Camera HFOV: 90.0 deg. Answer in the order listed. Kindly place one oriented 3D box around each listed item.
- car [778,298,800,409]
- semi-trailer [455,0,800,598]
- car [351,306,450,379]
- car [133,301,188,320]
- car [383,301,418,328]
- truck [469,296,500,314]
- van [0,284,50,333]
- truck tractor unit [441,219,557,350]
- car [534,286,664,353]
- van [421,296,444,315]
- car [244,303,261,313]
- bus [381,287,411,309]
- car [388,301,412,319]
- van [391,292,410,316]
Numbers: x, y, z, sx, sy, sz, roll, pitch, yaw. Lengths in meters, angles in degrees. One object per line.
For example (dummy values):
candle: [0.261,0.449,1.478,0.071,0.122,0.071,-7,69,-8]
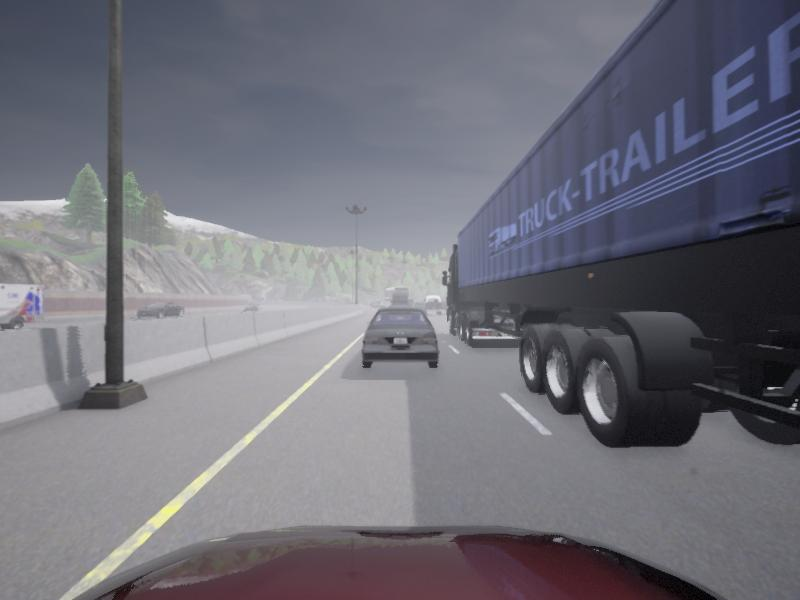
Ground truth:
car: [7.002,0.786,3.758,2.152,1.651,5.027,0,0,0]
semi-trailer: [3.476,-0.623,8.272,2.717,4.402,14.254,-1,0,0]
car: [0.009,0.911,10.895,2.033,1.411,5.357,0,0,0]
car: [-20.983,0.873,35.292,1.882,1.535,5.008,0,0,0]
car: [0.019,0.864,25.882,2.038,1.542,4.974,0,0,0]
truck: [10.378,0.612,49.540,2.390,2.098,6.274,0,0,-2]
van: [-20.987,0.406,19.436,2.351,2.431,6.366,0,0,0]
truck tractor unit: [3.522,-0.498,16.187,3.053,4.208,6.516,0,0,0]
car: [7.006,0.590,14.984,2.150,2.045,5.566,0,0,0]
van: [3.516,0.625,44.355,2.069,2.038,4.480,0,-2,-2]
car: [-20.171,1.022,54.941,1.895,1.301,4.718,0,0,-16]
bus: [-1.006,-0.418,81.793,3.944,4.253,10.273,0,0,-13]
car: [0.026,0.879,36.629,2.038,1.542,4.974,0,0,0]
van: [-0.006,0.388,45.434,1.988,2.561,5.915,0,0,-1]
